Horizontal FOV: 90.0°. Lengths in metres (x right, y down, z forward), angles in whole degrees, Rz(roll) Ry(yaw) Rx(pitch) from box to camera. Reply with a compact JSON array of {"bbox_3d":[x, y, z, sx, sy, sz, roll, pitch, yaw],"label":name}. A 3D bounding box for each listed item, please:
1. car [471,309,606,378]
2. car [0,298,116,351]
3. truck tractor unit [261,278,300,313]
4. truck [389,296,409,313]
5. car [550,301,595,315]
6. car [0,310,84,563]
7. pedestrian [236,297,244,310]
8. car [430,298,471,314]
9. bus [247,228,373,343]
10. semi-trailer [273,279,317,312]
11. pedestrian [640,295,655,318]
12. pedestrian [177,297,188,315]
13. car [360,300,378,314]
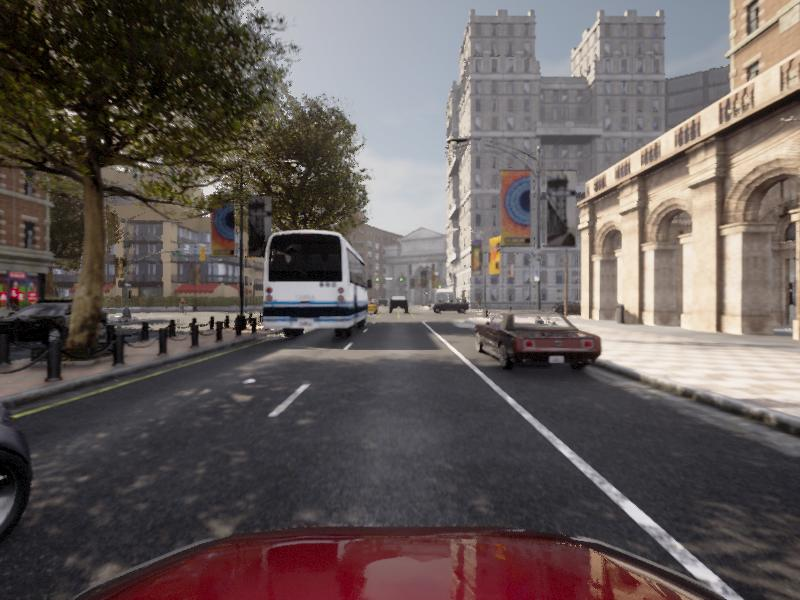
[{"bbox_3d":[3.232,0.942,10.492,1.895,1.301,4.718,0,0,0],"label":"car"},{"bbox_3d":[-13.089,0.776,15.054,1.930,1.638,5.238,0,0,-11],"label":"car"},{"bbox_3d":[-15.153,-0.500,51.341,3.053,4.208,6.516,0,0,0],"label":"truck tractor unit"},{"bbox_3d":[-0.155,0.559,51.106,2.390,2.098,6.274,0,0,0],"label":"truck"},{"bbox_3d":[19.001,0.869,44.086,4.193,1.474,1.816,0,0,0],"label":"car"},{"bbox_3d":[-3.273,0.828,1.226,1.845,1.501,3.633,0,0,-3],"label":"car"},{"bbox_3d":[-23.946,0.506,59.913,0.751,1.860,0.751,0,0,28],"label":"pedestrian"},{"bbox_3d":[5.918,0.668,47.454,4.605,1.855,1.932,0,0,0],"label":"car"},{"bbox_3d":[-3.671,-0.527,19.875,3.944,4.253,10.273,0,0,0],"label":"bus"},{"bbox_3d":[-15.172,-0.596,59.254,2.717,4.402,14.254,0,0,0],"label":"semi-trailer"},{"bbox_3d":[20.131,0.495,32.512,0.751,1.860,0.751,0,0,0],"label":"pedestrian"},{"bbox_3d":[-23.330,0.652,42.942,0.751,1.860,0.751,0,0,0],"label":"pedestrian"},{"bbox_3d":[-3.646,0.817,48.512,1.801,1.575,5.366,0,0,0],"label":"car"}]
